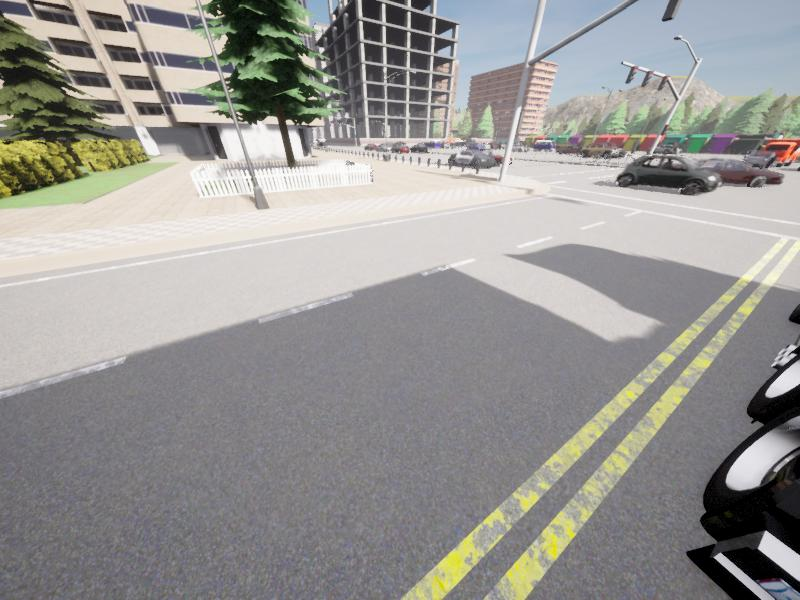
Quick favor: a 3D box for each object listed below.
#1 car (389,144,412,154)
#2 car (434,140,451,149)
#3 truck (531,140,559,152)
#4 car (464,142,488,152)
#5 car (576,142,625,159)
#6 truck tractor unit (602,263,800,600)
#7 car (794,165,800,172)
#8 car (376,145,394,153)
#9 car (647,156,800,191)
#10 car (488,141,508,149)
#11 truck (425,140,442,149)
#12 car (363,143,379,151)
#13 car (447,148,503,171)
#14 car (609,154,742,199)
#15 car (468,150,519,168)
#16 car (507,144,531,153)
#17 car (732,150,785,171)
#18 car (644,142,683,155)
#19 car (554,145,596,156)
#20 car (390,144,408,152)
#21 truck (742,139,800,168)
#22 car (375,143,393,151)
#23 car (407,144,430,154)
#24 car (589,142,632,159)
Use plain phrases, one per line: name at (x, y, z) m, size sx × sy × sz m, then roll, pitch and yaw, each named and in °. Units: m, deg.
car at (-0.015, -28.738, 43.956) m, size 2.163 × 1.488 × 4.792 m, roll -18°, pitch 39°, yaw -24°
car at (11.205, -41.330, 61.495) m, size 1.932 × 1.855 × 4.605 m, roll -18°, pitch 39°, yaw -24°
truck at (31.844, -33.936, 50.866) m, size 2.069 × 2.038 × 4.478 m, roll -18°, pitch 39°, yaw -24°
car at (16.250, -32.865, 49.677) m, size 2.242 × 1.667 × 4.611 m, roll -18°, pitch 39°, yaw -24°
car at (28.171, -21.157, 32.660) m, size 1.932 × 1.855 × 4.605 m, roll -18°, pitch 39°, yaw -24°
truck tractor unit at (5.108, -0.303, 0.786) m, size 6.516 × 4.208 × 3.053 m, roll -18°, pitch 39°, yaw -24°
car at (38.893, -12.642, 21.011) m, size 5.027 × 1.651 × 2.152 m, roll -18°, pitch 39°, yaw -24°
car at (-3.212, -31.823, 48.523) m, size 1.895 × 1.301 × 4.718 m, roll -18°, pitch 39°, yaw -24°
car at (19.620, -8.009, 14.418) m, size 5.357 × 1.411 × 2.033 m, roll 17°, pitch 38°, yaw 22°
car at (26.612, -42.126, 62.751) m, size 1.932 × 1.855 × 4.605 m, roll -18°, pitch 39°, yaw -24°
truck at (8.731, -40.556, 60.200) m, size 2.069 × 2.038 × 4.478 m, roll -18°, pitch 39°, yaw -24°
car at (-6.715, -35.340, 53.416) m, size 1.812 × 1.442 × 4.674 m, roll -18°, pitch 39°, yaw -24°
car at (7.080, -13.775, 22.488) m, size 2.038 × 1.542 × 4.974 m, roll -18°, pitch 39°, yaw -24°
car at (14.419, -6.781, 12.431) m, size 1.851 × 1.617 × 3.988 m, roll -20°, pitch 40°, yaw -26°
car at (9.735, -15.042, 24.528) m, size 1.895 × 1.301 × 4.718 m, roll -18°, pitch 39°, yaw -24°
car at (24.336, -31.194, 47.464) m, size 1.970 × 1.475 × 3.806 m, roll -18°, pitch 39°, yaw -24°
car at (34.650, -13.544, 22.356) m, size 3.633 × 1.501 × 1.845 m, roll -18°, pitch 39°, yaw -24°
car at (47.695, -27.500, 41.914) m, size 1.905 × 1.878 × 3.866 m, roll -18°, pitch 39°, yaw -24°
car at (29.846, -25.721, 39.637) m, size 2.033 × 1.415 × 5.357 m, roll -18°, pitch 39°, yaw -24°
car at (-0.336, -33.021, 50.135) m, size 1.812 × 1.442 × 4.674 m, roll -18°, pitch 39°, yaw -25°
truck at (40.594, -15.795, 24.810) m, size 5.204 × 2.467 × 2.627 m, roll -17°, pitch 38°, yaw -23°
car at (-3.976, -36.605, 55.297) m, size 2.033 × 1.411 × 5.357 m, roll -18°, pitch 39°, yaw -24°
car at (3.421, -29.352, 44.813) m, size 1.882 × 1.535 × 5.008 m, roll -18°, pitch 39°, yaw -24°
car at (30.707, -21.944, 33.813) m, size 1.905 × 1.878 × 3.866 m, roll -18°, pitch 39°, yaw -24°
